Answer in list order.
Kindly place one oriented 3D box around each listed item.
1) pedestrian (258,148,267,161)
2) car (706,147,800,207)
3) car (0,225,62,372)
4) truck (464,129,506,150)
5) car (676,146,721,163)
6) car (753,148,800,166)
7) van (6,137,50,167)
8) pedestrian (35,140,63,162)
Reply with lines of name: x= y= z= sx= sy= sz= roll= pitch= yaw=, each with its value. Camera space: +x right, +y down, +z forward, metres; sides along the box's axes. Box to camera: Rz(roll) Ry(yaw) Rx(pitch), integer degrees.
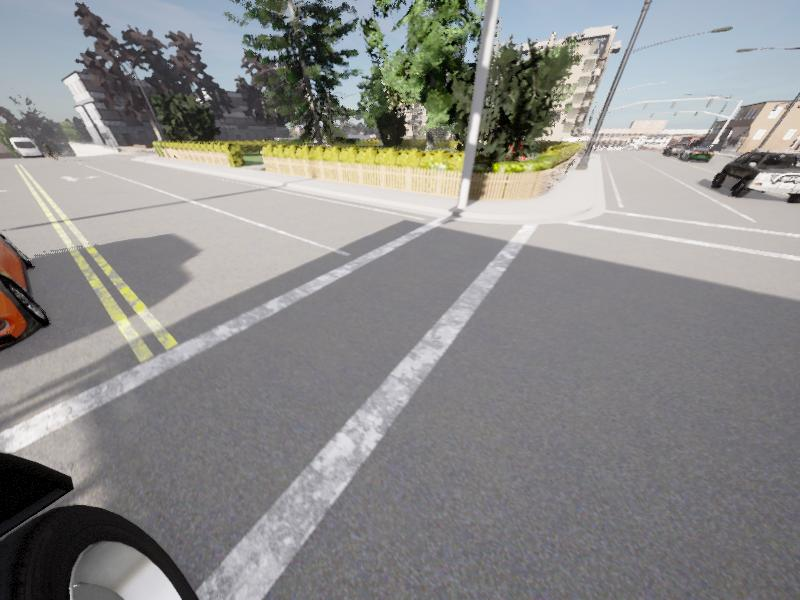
pedestrian: x=-14.194 y=-15.060 z=23.893 sx=0.500 sy=1.100 sz=0.500 roll=-13 pitch=37 yaw=-18
car: x=17.073 y=-5.894 z=10.777 sx=1.932 sy=1.855 sz=4.605 roll=22 pitch=41 yaw=28
car: x=-6.808 y=-0.370 z=2.818 sx=4.553 sy=1.767 sz=2.097 roll=22 pitch=41 yaw=28
truck: x=20.453 y=-38.886 z=55.906 sx=8.468 sy=3.827 sz=2.891 roll=23 pitch=41 yaw=29
car: x=36.446 y=-17.961 z=28.363 sx=2.038 sy=1.542 sz=4.974 roll=22 pitch=41 yaw=28
car: x=57.774 y=-21.606 z=34.918 sx=4.674 sy=1.442 sz=1.812 roll=29 pitch=44 yaw=23
van: x=-52.803 y=-20.980 z=32.971 sx=5.915 sy=2.561 sz=1.988 roll=12 pitch=35 yaw=35
pedestrian: x=-34.995 y=-14.879 z=23.053 sx=0.751 sy=1.860 sz=0.751 roll=26 pitch=42 yaw=31
